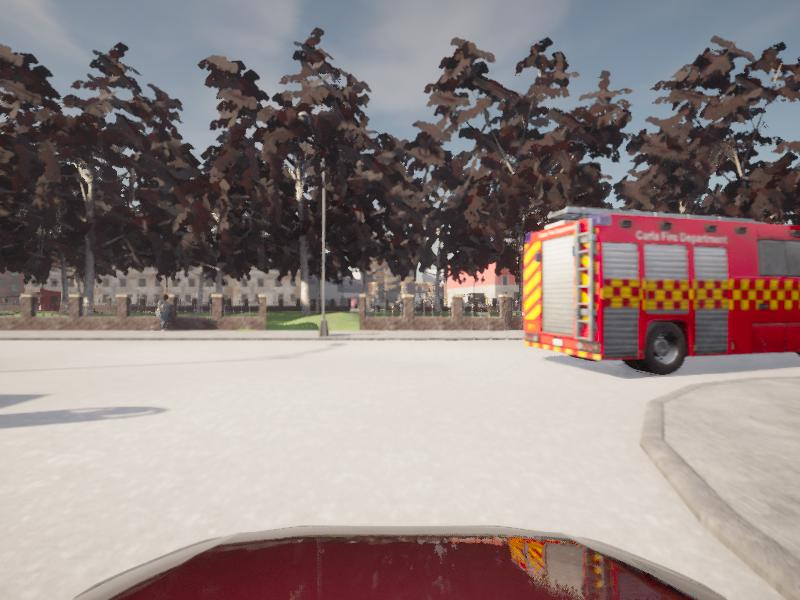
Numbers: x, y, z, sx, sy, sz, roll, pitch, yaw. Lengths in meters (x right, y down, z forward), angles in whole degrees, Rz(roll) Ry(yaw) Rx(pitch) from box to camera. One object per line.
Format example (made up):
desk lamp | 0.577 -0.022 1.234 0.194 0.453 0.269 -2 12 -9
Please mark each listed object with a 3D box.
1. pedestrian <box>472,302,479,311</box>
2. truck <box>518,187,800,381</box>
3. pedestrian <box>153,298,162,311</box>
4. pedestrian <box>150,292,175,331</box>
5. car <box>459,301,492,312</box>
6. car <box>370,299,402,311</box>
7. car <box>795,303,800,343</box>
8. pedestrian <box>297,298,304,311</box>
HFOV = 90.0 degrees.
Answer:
pedestrian | 10.286 0.895 54.424 0.751 1.300 0.751 0 0 0
truck | 7.596 -0.306 10.303 8.468 3.827 2.891 0 0 -14
pedestrian | -33.910 0.617 55.952 0.751 1.860 0.751 0 0 2
pedestrian | -11.463 0.562 19.350 0.751 1.860 0.751 0 0 0
car | 11.147 0.917 59.228 4.514 1.525 2.007 0 0 0
car | -2.054 0.741 59.260 4.605 1.855 1.932 0 0 0
car | 16.626 0.848 14.084 3.633 1.501 1.845 0 0 -1
pedestrian | -13.545 0.615 54.493 0.751 1.860 0.751 0 0 0
